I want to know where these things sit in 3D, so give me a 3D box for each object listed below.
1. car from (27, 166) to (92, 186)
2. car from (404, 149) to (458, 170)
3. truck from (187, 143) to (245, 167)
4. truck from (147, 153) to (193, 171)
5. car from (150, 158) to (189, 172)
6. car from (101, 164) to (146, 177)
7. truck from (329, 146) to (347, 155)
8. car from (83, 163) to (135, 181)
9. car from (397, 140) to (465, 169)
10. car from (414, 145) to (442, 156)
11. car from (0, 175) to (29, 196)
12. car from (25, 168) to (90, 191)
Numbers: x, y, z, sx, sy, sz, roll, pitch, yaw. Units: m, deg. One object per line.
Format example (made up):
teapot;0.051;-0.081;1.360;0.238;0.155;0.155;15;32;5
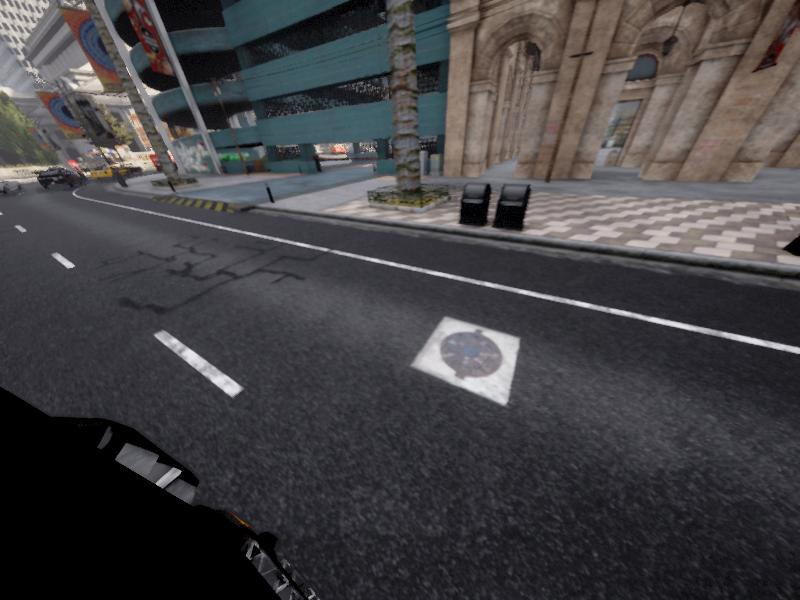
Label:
car;-40.540;-14.975;27.768;2.038;1.542;4.974;-16;36;-18
car;2.866;-13.233;21.780;4.514;1.523;2.007;16;38;26
truck;-38.001;-30.405;48.358;2.891;3.827;8.468;12;37;21
truck;-43.159;-26.114;43.586;2.627;2.467;5.204;2;33;8
car;-39.782;-23.484;40.072;2.097;1.767;4.553;-2;34;1
car;-43.115;-20.379;36.174;1.895;1.301;4.718;-6;34;-4
truck;-21.159;-51.029;78.820;2.627;2.467;5.204;16;39;26
car;-38.145;-16.990;30.531;1.801;1.575;5.366;-13;36;-15
car;2.798;-13.572;21.586;5.566;2.045;2.435;16;38;26
car;5.446;-29.334;45.332;4.902;1.511;2.128;16;38;26
car;-35.138;-9.850;19.982;1.895;1.301;4.718;-27;41;-31
car;-33.307;-11.904;22.691;2.128;1.511;4.902;-25;40;-29
